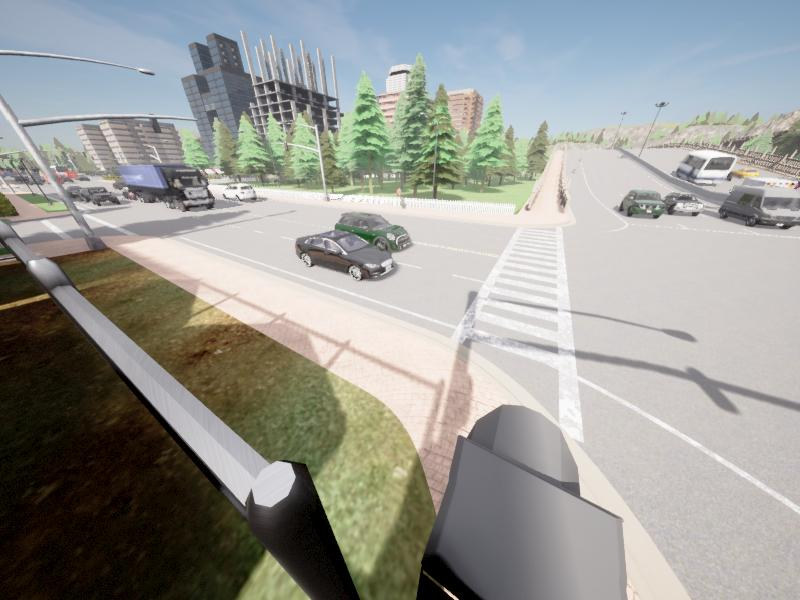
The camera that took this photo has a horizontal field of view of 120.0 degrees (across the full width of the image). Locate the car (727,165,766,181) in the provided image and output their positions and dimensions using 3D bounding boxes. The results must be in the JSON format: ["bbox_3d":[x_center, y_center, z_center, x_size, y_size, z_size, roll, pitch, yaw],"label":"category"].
[{"bbox_3d":[59.916,-22.150,40.117,1.801,1.575,5.366,16,41,26],"label":"car"}]

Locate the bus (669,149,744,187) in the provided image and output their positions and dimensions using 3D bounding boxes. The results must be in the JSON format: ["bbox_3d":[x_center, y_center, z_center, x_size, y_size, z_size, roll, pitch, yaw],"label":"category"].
[{"bbox_3d":[51.581,-22.774,39.545,3.944,4.253,10.273,16,41,26],"label":"bus"}]

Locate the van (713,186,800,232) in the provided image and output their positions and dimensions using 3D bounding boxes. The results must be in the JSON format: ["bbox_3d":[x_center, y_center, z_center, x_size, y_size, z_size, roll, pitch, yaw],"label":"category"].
[{"bbox_3d":[28.621,-7.412,18.294,1.988,2.561,5.915,16,34,25],"label":"van"}]

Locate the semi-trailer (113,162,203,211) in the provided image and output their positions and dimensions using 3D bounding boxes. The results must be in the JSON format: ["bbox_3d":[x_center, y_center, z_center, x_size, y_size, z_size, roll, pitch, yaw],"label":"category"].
[{"bbox_3d":[-29.097,-13.833,27.547,14.254,4.402,2.717,18,35,28],"label":"semi-trailer"}]

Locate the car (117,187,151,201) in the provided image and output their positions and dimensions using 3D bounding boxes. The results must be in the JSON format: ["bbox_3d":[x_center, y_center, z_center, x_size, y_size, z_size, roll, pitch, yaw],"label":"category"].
[{"bbox_3d":[-36.920,-14.760,32.095,3.806,1.475,1.970,17,34,27],"label":"car"}]

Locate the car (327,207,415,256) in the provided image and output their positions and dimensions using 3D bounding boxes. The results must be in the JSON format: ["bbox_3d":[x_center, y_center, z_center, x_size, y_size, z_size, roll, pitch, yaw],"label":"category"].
[{"bbox_3d":[-1.649,-4.057,13.237,4.553,1.767,2.097,17,34,27],"label":"car"}]

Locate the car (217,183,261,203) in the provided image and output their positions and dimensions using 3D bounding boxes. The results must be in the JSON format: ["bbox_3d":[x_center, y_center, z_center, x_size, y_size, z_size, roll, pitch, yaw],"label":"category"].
[{"bbox_3d":[-21.542,-14.375,30.857,5.566,2.045,2.150,17,34,27],"label":"car"}]

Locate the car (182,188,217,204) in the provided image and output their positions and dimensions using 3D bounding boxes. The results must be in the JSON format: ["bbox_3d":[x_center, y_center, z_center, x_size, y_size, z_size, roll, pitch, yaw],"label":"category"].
[{"bbox_3d":[-25.744,-13.398,29.656,3.705,1.549,1.789,17,34,27],"label":"car"}]

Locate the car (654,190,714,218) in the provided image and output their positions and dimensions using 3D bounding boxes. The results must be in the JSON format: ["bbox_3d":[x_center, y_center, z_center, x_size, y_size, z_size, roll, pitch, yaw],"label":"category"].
[{"bbox_3d":[27.175,-9.384,22.365,1.932,1.855,4.605,16,34,25],"label":"car"}]

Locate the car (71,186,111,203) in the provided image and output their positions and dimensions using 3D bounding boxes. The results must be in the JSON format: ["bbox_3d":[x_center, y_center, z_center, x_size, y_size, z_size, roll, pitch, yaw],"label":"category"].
[{"bbox_3d":[-41.079,-14.033,30.671,5.238,1.638,1.930,17,34,27],"label":"car"}]

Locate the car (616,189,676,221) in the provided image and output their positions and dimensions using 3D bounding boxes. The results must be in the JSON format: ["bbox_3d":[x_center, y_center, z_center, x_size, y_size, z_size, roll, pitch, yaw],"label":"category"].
[{"bbox_3d":[22.751,-9.112,21.737,2.150,2.045,5.566,16,34,25],"label":"car"}]

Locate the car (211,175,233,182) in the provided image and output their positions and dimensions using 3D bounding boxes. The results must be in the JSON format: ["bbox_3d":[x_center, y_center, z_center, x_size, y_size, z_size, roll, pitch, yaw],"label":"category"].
[{"bbox_3d":[-56.579,-38.807,73.690,2.038,1.542,4.974,16,34,26],"label":"car"}]

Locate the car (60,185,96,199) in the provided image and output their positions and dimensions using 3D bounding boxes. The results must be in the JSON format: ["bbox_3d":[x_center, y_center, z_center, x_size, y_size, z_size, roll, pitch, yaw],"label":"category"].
[{"bbox_3d":[-47.665,-16.006,34.198,4.974,1.542,2.038,17,34,27],"label":"car"}]

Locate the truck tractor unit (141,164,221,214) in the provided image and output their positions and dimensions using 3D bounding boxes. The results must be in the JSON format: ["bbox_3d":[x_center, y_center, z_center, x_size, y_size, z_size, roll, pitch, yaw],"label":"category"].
[{"bbox_3d":[-22.475,-11.586,23.845,6.516,4.208,3.053,18,35,29],"label":"truck tractor unit"}]

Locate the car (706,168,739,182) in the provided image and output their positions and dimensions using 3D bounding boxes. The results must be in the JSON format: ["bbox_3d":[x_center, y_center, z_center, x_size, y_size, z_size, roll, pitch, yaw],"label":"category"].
[{"bbox_3d":[55.713,-21.735,40.044,1.816,1.474,4.193,16,41,26],"label":"car"}]

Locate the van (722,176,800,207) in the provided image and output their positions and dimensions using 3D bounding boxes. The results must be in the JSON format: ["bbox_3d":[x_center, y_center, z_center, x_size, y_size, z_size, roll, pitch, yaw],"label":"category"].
[{"bbox_3d":[43.143,-13.260,27.908,2.351,2.431,6.366,16,37,26],"label":"van"}]

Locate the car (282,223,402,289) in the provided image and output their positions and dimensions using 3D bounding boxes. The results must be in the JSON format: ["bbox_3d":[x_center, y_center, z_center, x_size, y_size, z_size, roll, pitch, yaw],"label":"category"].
[{"bbox_3d":[-2.551,-2.155,10.227,4.902,1.511,2.128,17,34,27],"label":"car"}]

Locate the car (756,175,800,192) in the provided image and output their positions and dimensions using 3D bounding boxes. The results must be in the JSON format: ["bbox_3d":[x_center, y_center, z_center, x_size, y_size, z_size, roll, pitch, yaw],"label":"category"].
[{"bbox_3d":[54.982,-16.857,33.332,2.163,1.488,4.792,16,39,26],"label":"car"}]

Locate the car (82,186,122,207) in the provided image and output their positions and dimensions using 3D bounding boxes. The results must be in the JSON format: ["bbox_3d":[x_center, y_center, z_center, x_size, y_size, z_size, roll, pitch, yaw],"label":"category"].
[{"bbox_3d":[-35.573,-12.404,27.600,3.866,1.878,1.905,19,35,29],"label":"car"}]
